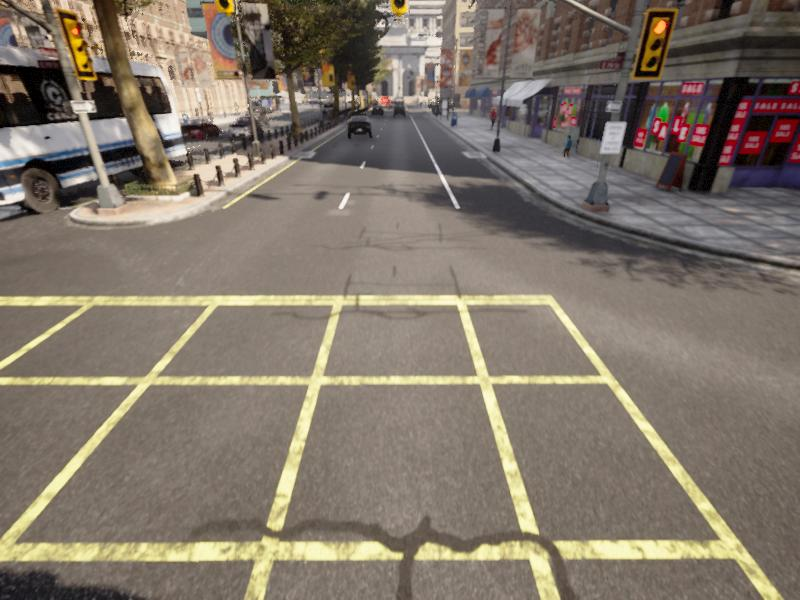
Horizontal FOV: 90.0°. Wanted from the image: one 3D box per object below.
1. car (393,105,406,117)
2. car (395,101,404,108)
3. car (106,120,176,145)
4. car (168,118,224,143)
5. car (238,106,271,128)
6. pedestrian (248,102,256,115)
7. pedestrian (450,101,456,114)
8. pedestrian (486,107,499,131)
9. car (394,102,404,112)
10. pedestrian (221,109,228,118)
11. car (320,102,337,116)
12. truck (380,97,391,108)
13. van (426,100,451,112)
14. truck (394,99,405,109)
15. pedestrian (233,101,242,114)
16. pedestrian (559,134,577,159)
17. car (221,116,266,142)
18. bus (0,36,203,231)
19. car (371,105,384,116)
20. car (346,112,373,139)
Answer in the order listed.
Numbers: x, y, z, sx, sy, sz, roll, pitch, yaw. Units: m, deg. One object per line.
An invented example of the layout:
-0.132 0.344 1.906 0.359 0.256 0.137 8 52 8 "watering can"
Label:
-0.081 -29.272 61.919 1.837 1.490 4.892 0 28 0 "car"
-0.134 -50.384 103.020 2.128 1.511 4.902 0 27 0 "car"
-18.288 -12.012 28.547 1.895 1.301 4.718 0 27 0 "car"
-15.036 -12.687 29.793 1.994 1.385 4.181 0 27 0 "car"
-15.057 -19.073 41.635 1.905 1.878 3.866 0 28 0 "car"
-22.771 -29.436 61.441 0.751 1.860 0.751 -3 27 -5 "pedestrian"
8.515 -30.714 63.935 0.751 1.860 0.751 -1 27 -1 "pedestrian"
8.004 -15.602 34.544 0.751 1.860 0.751 0 27 1 "pedestrian"
-0.105 -38.456 79.613 1.930 1.638 5.238 0 27 0 "car"
-23.228 -24.674 53.011 0.500 1.100 0.500 2 27 3 "pedestrian"
-11.667 -31.295 65.426 1.932 1.855 4.605 0 27 -1 "car"
-3.629 -49.246 99.689 2.627 2.467 5.204 0 27 0 "truck"
7.630 -38.198 78.685 4.480 2.038 2.069 6 28 11 "van"
-0.123 -46.549 94.849 2.390 2.098 6.274 0 27 0 "truck"
-26.254 -31.007 64.495 0.751 1.860 0.751 5 28 10 "pedestrian"
8.323 -7.606 19.825 0.500 1.100 0.500 -1 27 -2 "pedestrian"
-11.602 -12.833 29.898 1.845 1.501 3.633 0 27 -1 "car"
-11.399 -5.976 13.590 3.944 4.253 10.273 0 27 0 "bus"
-3.583 -30.818 64.938 1.970 1.475 3.806 0 27 0 "car"
-3.257 -14.303 32.639 1.930 1.638 5.238 -2 27 -4 "car"
